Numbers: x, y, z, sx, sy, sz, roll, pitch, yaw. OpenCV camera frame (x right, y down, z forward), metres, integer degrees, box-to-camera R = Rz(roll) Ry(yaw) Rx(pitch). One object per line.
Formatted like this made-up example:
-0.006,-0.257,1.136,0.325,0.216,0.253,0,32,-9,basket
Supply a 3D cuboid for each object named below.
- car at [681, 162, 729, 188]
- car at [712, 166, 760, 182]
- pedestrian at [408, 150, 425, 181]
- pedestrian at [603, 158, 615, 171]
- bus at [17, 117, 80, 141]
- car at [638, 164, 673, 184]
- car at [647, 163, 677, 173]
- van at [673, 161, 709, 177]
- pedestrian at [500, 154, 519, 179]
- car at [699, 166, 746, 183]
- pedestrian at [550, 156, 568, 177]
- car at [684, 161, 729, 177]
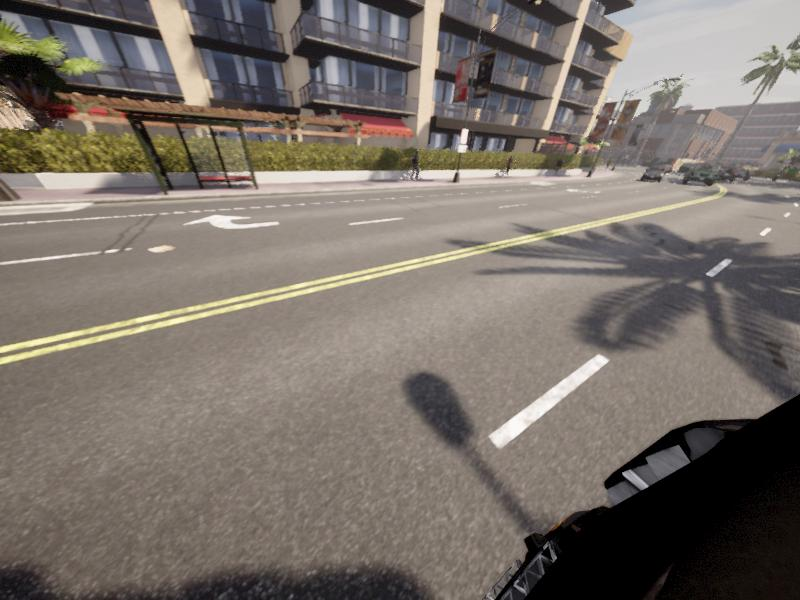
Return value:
32.382,-13.483,24.731,5.566,2.045,2.150,-27,44,-37,car
50.295,-19.018,34.732,2.152,1.651,5.027,20,37,25,car
1.133,-9.515,16.353,0.751,1.860,0.751,-17,38,-27,pedestrian
35.416,-23.057,39.204,0.751,1.860,0.751,29,42,34,pedestrian
-83.505,-40.725,55.359,3.944,4.253,10.273,-17,38,-27,bus
28.426,-14.055,25.701,3.988,1.617,1.851,-26,43,-35,car
53.325,-26.989,47.155,1.994,1.385,4.181,11,34,12,car
49.817,-22.519,39.630,1.775,1.987,4.442,17,36,20,van
9.751,-11.944,20.630,0.751,1.860,0.751,-15,37,-25,pedestrian
43.645,-17.180,31.447,2.242,1.667,4.611,24,39,29,car
16.807,-14.168,24.485,0.751,1.860,0.751,-18,39,-28,pedestrian
54.574,-23.426,41.298,2.150,2.045,5.566,15,35,17,car
